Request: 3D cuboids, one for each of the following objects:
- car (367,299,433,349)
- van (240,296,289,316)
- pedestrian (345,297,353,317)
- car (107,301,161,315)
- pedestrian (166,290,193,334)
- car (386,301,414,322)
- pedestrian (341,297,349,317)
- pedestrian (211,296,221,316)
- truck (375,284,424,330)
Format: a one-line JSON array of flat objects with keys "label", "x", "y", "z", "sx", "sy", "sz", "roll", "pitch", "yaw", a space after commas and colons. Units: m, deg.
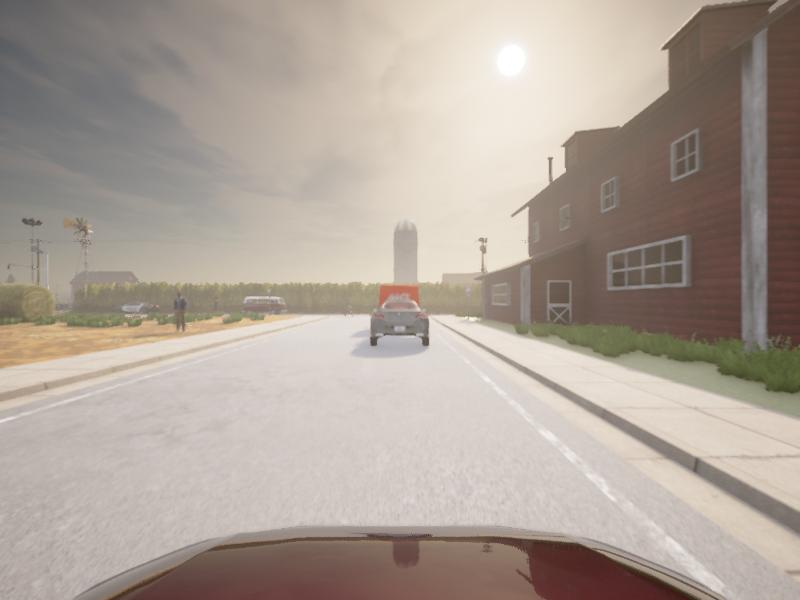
[{"label": "car", "x": -0.011, "y": 0.796, "z": 15.604, "sx": 2.152, "sy": 1.651, "sz": 5.027, "roll": 0, "pitch": 0, "yaw": 0}, {"label": "van", "x": -14.373, "y": 0.643, "z": 42.581, "sx": 4.480, "sy": 2.038, "sz": 2.069, "roll": 0, "pitch": 0, "yaw": 1}, {"label": "pedestrian", "x": -4.883, "y": 0.684, "z": 38.274, "sx": 0.751, "sy": 1.860, "sz": 0.751, "roll": 0, "pitch": 0, "yaw": -3}, {"label": "car", "x": -30.734, "y": 0.901, "z": 46.314, "sx": 4.974, "sy": 1.542, "sz": 2.038, "roll": 0, "pitch": 0, "yaw": 1}, {"label": "pedestrian", "x": -9.455, "y": 0.503, "z": 17.175, "sx": 0.751, "sy": 1.860, "sz": 0.751, "roll": 0, "pitch": 0, "yaw": 2}, {"label": "car", "x": 0.003, "y": 0.856, "z": 32.411, "sx": 2.038, "sy": 1.542, "sz": 4.974, "roll": 0, "pitch": 0, "yaw": 0}, {"label": "pedestrian", "x": -5.172, "y": 0.679, "z": 37.628, "sx": 0.751, "sy": 1.860, "sz": 0.751, "roll": 0, "pitch": 0, "yaw": -8}, {"label": "pedestrian", "x": -16.871, "y": 0.530, "z": 36.628, "sx": 0.751, "sy": 1.860, "sz": 0.751, "roll": 0, "pitch": 0, "yaw": -28}, {"label": "truck", "x": -0.024, "y": 0.380, "z": 23.851, "sx": 2.627, "sy": 2.467, "sz": 5.204, "roll": 0, "pitch": 0, "yaw": 0}]
